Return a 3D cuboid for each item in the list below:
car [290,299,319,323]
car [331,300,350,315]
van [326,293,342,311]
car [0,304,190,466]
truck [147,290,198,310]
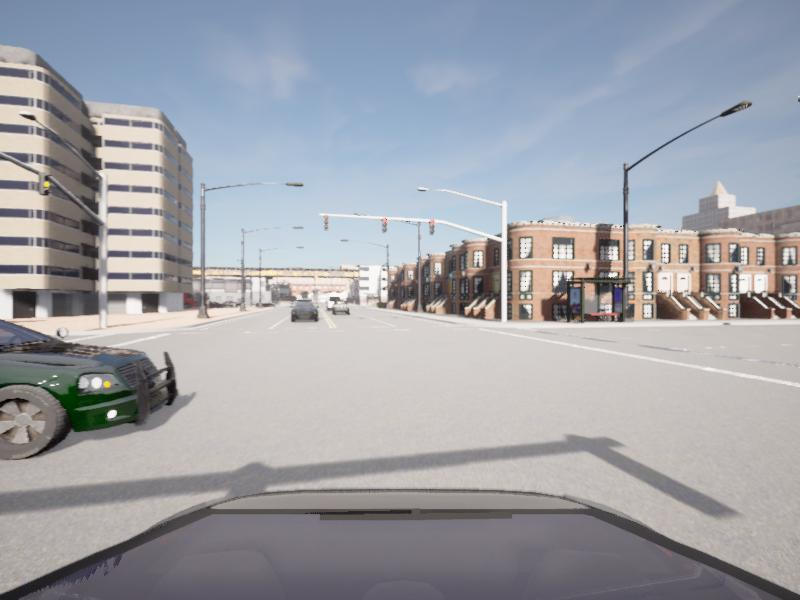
[{"bbox_3d":[-7.150,0.777,30.129,1.930,1.638,5.238,0,0,-12],"label":"car"},{"bbox_3d":[-6.659,0.799,44.566,1.851,1.617,3.988,0,0,-12],"label":"car"},{"bbox_3d":[-9.966,0.336,60.021,1.988,2.561,5.915,0,0,-12],"label":"van"},{"bbox_3d":[-5.425,0.823,4.579,4.974,1.542,2.038,0,0,-12],"label":"car"},{"bbox_3d":[-46.241,-0.006,81.662,8.468,3.827,2.891,-1,0,-13],"label":"truck"}]
